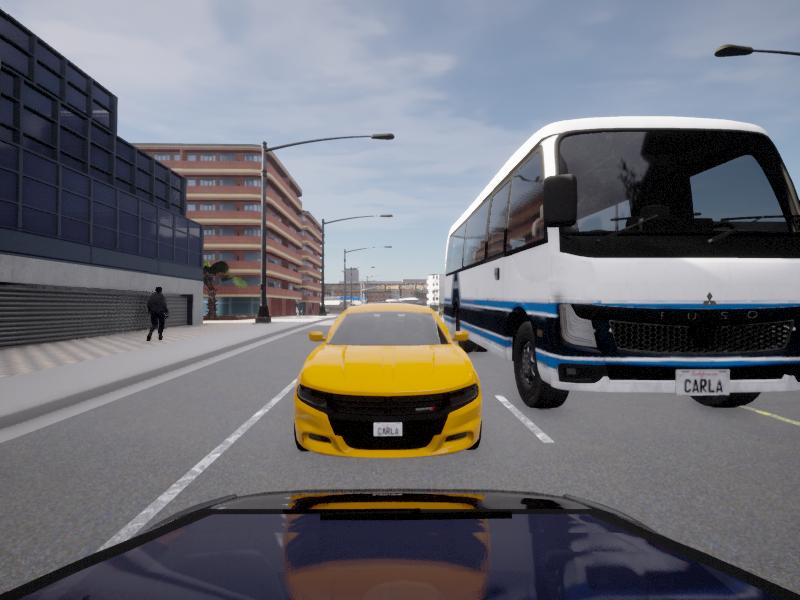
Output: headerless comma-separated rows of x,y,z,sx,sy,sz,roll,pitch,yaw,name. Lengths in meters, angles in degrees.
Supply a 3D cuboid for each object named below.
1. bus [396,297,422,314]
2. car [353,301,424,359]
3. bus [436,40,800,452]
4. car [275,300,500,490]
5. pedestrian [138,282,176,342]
2.219,1.571,105.551,3.944,4.253,10.273,0,-1,-17,bus
-0.325,0.768,12.619,1.812,1.442,4.674,0,1,-1,car
3.384,-0.601,9.306,3.944,4.253,10.273,0,1,-1,bus
-0.158,0.790,5.854,1.882,1.535,5.008,0,1,-1,car
-7.735,0.382,12.764,0.751,1.860,0.751,0,-1,-3,pedestrian
